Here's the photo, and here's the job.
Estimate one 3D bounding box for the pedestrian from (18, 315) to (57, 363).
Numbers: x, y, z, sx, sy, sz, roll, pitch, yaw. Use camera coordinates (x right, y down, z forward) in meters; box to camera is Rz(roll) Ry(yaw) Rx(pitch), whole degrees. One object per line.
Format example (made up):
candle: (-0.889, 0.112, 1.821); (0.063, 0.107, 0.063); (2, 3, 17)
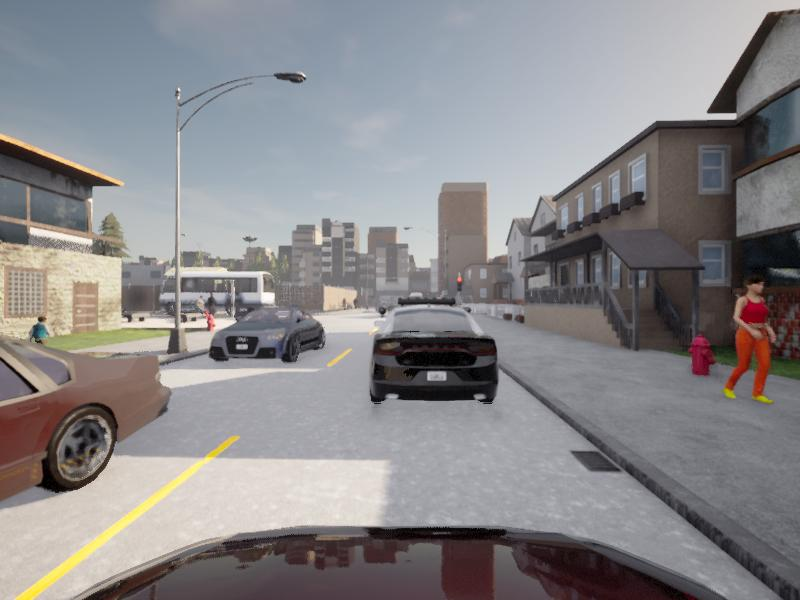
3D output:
pedestrian: (-8.662, 0.910, 9.576); (0.500, 1.100, 0.500); (0, 0, -5)

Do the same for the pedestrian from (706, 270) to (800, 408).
pedestrian: (5.073, 0.531, 5.769); (0.751, 1.860, 0.751); (0, 0, -1)

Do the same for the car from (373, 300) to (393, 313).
car: (-2.067, 0.817, 51.095); (2.128, 1.511, 4.902); (0, 0, 3)

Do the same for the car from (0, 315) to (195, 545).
car: (-3.677, 0.894, 2.156); (2.033, 1.411, 5.357); (0, 0, 5)

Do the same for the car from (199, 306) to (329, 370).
car: (-3.523, 0.903, 11.325); (1.994, 1.385, 4.181); (0, 0, 5)

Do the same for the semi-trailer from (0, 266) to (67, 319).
semi-trailer: (-37.145, -0.628, 34.895); (14.254, 4.402, 2.717); (0, 0, 2)

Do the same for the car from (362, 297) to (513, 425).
car: (0.506, 0.768, 7.745); (1.930, 1.638, 5.238); (0, 0, 1)

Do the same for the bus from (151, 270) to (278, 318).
bus: (-17.412, -0.544, 38.064); (10.273, 4.253, 3.944); (0, 0, 3)

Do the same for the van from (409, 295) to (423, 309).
van: (2.764, 0.351, 70.558); (2.351, 2.431, 6.366); (0, 0, 1)

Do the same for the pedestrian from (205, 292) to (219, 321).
pedestrian: (-12.055, 0.397, 25.644); (0.751, 1.860, 0.751); (0, 0, -34)

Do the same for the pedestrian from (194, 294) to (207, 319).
pedestrian: (-15.064, 0.514, 30.215); (0.751, 1.860, 0.751); (0, 0, -12)

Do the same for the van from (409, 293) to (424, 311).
van: (2.310, 0.301, 58.359); (1.988, 2.561, 5.915); (0, 0, 1)
